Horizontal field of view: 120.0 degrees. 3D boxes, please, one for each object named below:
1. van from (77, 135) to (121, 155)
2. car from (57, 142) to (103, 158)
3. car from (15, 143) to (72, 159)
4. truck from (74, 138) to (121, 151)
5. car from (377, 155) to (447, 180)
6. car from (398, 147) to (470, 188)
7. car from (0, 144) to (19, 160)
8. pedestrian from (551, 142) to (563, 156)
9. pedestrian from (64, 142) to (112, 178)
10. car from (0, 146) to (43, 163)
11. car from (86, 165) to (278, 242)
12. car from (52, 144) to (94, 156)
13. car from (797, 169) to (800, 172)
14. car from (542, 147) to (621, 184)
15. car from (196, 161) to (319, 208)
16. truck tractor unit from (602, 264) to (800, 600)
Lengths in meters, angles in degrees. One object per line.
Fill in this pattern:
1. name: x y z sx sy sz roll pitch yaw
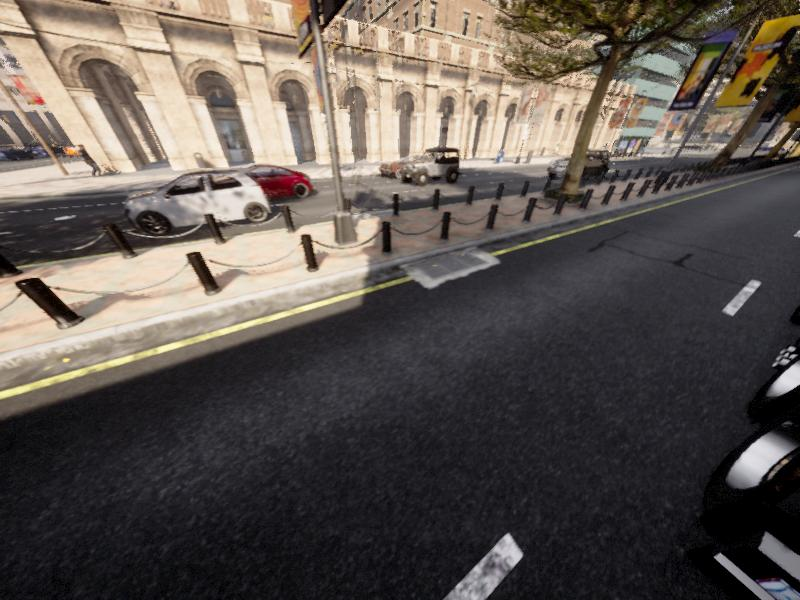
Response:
1. van: -48.648 -25.215 37.592 1.988 2.561 5.915 -18 39 -24
2. car: -45.060 -21.342 32.710 2.097 1.767 4.553 -18 39 -24
3. car: -48.229 -20.379 31.448 2.152 1.651 5.027 -18 39 -24
4. truck: -62.115 -32.055 47.685 2.390 2.098 6.274 -7 35 -10
5. car: 0.893 -9.768 16.901 4.718 1.301 1.895 -18 39 -25
6. car: 2.001 -8.226 14.182 3.866 1.878 1.905 -18 39 -24
7. car: -49.707 -17.832 27.860 2.007 1.525 4.514 -18 39 -24
8. pedestrian: 25.001 -24.012 36.782 0.751 1.860 0.751 -14 37 -20
9. pedestrian: -19.384 -8.723 14.431 0.751 1.860 0.751 -3 35 -5
10. car: -44.618 -16.706 26.402 2.033 1.411 5.357 -18 39 -24
11. car: -6.087 -3.140 7.121 3.633 1.501 1.845 -18 39 -24
12. car: -51.978 -24.053 36.896 2.033 1.411 5.357 -18 39 -24
13. car: 38.729 -12.502 20.861 5.238 1.638 1.930 -18 39 -25
14. car: 12.362 -9.287 15.805 4.605 1.855 1.932 -18 39 -24
15. car: -6.165 -5.351 10.439 4.181 1.385 1.994 -18 39 -24
16. truck tractor unit: 5.109 -0.303 0.785 6.516 4.208 3.053 -18 39 -24
